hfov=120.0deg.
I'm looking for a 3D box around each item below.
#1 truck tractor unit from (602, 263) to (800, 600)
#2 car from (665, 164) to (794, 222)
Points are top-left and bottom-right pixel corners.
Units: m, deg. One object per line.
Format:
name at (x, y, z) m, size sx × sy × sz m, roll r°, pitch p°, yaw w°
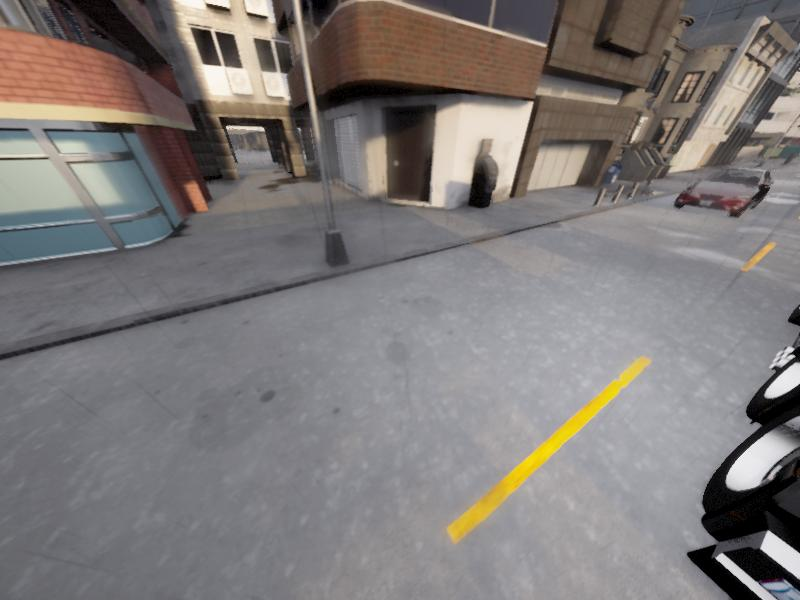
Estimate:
truck tractor unit at (5.120, -0.286, 0.806) m, size 6.516 × 4.208 × 3.053 m, roll -18°, pitch 39°, yaw -25°
car at (12.932, -4.349, 9.105) m, size 4.193 × 1.474 × 1.816 m, roll -18°, pitch 39°, yaw -24°
